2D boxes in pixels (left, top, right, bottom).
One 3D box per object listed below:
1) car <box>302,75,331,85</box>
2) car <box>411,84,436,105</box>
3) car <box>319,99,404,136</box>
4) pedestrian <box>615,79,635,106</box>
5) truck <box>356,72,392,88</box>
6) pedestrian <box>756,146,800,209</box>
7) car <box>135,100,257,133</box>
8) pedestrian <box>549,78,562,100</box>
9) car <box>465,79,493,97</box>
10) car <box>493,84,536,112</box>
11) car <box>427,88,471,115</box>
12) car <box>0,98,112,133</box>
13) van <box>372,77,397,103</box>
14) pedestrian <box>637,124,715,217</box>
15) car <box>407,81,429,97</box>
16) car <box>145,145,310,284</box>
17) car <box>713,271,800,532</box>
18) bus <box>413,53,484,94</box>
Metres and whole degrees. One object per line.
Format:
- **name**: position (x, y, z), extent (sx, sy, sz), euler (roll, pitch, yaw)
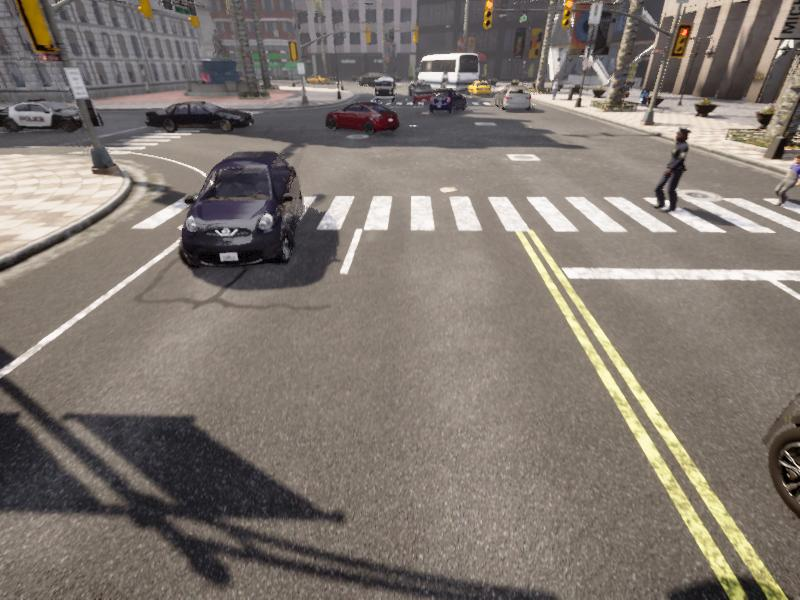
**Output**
- **car**: position (-15.980, -42.276, 76.741), extent (5.366, 1.575, 1.801), euler (15, 34, 24)
- **car**: position (2.181, -19.516, 37.843), extent (2.163, 1.488, 4.792), euler (0, 30, 1)
- **car**: position (-2.081, -9.868, 21.509), extent (4.181, 1.385, 1.994), euler (21, 36, 32)
- **pedestrian**: position (18.086, -16.690, 32.183), extent (0.751, 1.860, 0.751), euler (1, 30, 2)
- **truck**: position (-4.346, -36.229, 65.821), extent (2.390, 2.098, 6.274), euler (-24, 38, -35)
- **pedestrian**: position (9.528, -2.945, 9.623), extent (0.751, 1.300, 0.751), euler (0, 30, 0)
- **car**: position (-10.887, -9.971, 21.720), extent (5.357, 1.411, 2.033), euler (0, 30, 0)
- **pedestrian**: position (14.543, -19.697, 37.343), extent (0.751, 1.860, 0.751), euler (7, 31, 12)
- **car**: position (9.145, -24.738, 46.614), extent (1.801, 1.575, 5.366), euler (-2, 30, -3)
- **car**: position (9.017, -16.205, 31.956), extent (2.242, 1.667, 4.611), euler (1, 30, 2)
- **car**: position (3.657, -14.774, 29.688), extent (1.845, 1.501, 3.633), euler (16, 34, 25)
- **car**: position (-19.102, -10.090, 21.840), extent (4.974, 1.542, 2.038), euler (1, 30, 2)
- **van**: position (-1.392, -20.356, 38.755), extent (2.069, 2.038, 4.480), euler (1, 30, 2)
- **pedestrian**: position (6.163, -2.915, 9.041), extent (0.751, 1.860, 0.751), euler (6, 31, 10)
- **car**: position (2.017, -24.212, 45.868), extent (1.970, 1.475, 3.806), euler (-3, 30, -4)
- **car**: position (-2.896, -1.871, 7.695), extent (1.845, 1.501, 3.633), euler (-3, 31, -6)
- **car**: position (4.067, 1.684, 1.436), extent (2.242, 1.667, 4.611), euler (1, 30, 2)
- **bus**: position (5.902, -29.348, 51.859), extent (3.944, 4.253, 10.273), euler (-14, 33, -23)
